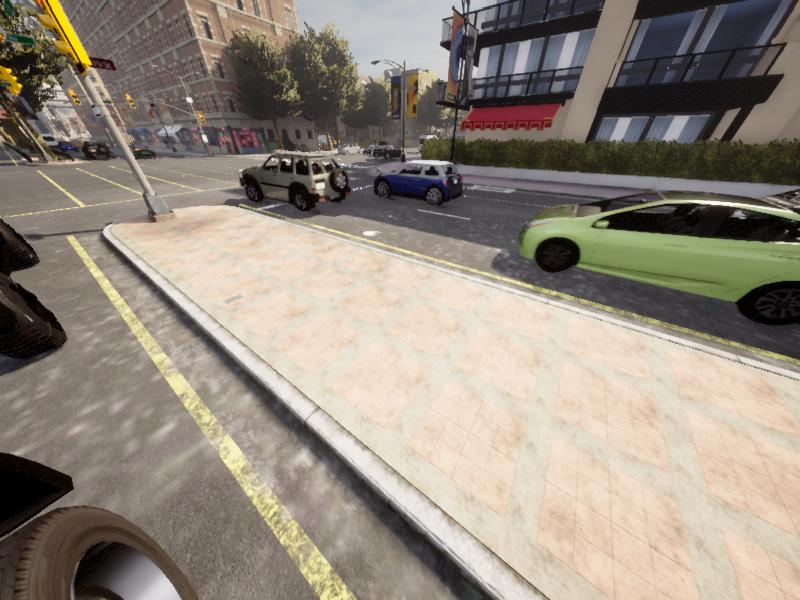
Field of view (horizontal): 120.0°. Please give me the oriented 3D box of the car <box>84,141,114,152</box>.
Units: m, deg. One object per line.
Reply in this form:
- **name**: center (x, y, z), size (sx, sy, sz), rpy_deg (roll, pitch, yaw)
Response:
- **car**: center (-52.979, -27.030, 40.628), size (4.902, 1.511, 2.128), rpy_deg (22, 41, 28)

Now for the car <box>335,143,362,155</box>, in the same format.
- **car**: center (-7.922, -23.410, 35.778), size (1.845, 1.501, 3.633), rpy_deg (22, 41, 28)

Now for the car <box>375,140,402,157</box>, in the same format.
- **car**: center (-1.581, -21.727, 33.121), size (1.905, 1.878, 3.866), rpy_deg (22, 41, 28)

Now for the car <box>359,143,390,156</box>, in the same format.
- **car**: center (-3.789, -23.274, 35.655), size (2.163, 1.488, 4.792), rpy_deg (22, 41, 28)

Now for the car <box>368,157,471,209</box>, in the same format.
- **car**: center (0.742, -5.199, 10.024), size (3.806, 1.475, 1.970), rpy_deg (22, 41, 28)

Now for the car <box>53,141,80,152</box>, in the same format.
- **car**: center (-56.799, -26.134, 39.353), size (4.193, 1.474, 1.816), rpy_deg (22, 41, 28)

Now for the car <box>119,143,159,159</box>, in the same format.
- **car**: center (-33.339, -19.096, 29.475), size (4.974, 1.542, 2.038), rpy_deg (22, 41, 28)

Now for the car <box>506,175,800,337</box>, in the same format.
- **car**: center (4.755, -1.149, 4.258), size (4.514, 1.525, 2.007), rpy_deg (22, 41, 28)

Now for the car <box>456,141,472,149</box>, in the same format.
- **car**: center (16.700, -40.264, 59.900), size (2.163, 1.488, 4.792), rpy_deg (22, 41, 28)

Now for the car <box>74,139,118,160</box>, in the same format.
- **car**: center (-36.189, -17.929, 27.509), size (4.605, 1.855, 1.932), rpy_deg (23, 41, 27)

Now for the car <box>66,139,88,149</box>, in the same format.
- **car**: center (-71.958, -34.797, 51.484), size (5.366, 1.575, 1.801), rpy_deg (22, 41, 28)

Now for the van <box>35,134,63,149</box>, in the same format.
- **van**: center (-76.331, -34.540, 50.193), size (5.915, 2.561, 1.988), rpy_deg (22, 41, 28)

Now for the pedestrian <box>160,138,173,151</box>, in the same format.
- **pedestrian**: center (-41.231, -27.545, 40.828), size (0.751, 1.860, 0.751), rpy_deg (21, 40, 26)

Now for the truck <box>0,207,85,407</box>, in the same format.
- **truck**: center (-6.966, -0.509, 2.804), size (6.274, 2.098, 2.390), rpy_deg (22, 40, 28)

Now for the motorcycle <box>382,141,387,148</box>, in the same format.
- **motorcycle**: center (-3.950, -40.809, 60.500), size (0.764, 1.277, 2.356), rpy_deg (-5, 34, 10)

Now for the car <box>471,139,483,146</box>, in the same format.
- **car**: center (24.967, -50.816, 74.614), size (1.932, 1.855, 4.605), rpy_deg (22, 41, 28)

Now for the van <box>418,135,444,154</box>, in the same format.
- **van**: center (5.607, -27.982, 41.498), size (1.988, 2.561, 5.915), rpy_deg (22, 41, 28)

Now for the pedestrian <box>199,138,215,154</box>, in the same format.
- **pedestrian**: center (-27.064, -21.554, 32.417), size (0.751, 1.860, 0.751), rpy_deg (15, 38, 20)

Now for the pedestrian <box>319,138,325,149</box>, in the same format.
- **pedestrian**: center (-16.576, -33.257, 49.108), size (0.751, 1.860, 0.751), rpy_deg (5, 35, 6)

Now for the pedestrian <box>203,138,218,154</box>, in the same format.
- **pedestrian**: center (-27.385, -22.215, 33.355), size (0.751, 1.860, 0.751), rpy_deg (4, 35, 6)

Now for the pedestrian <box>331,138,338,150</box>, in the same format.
- **pedestrian**: center (-13.272, -31.660, 46.863), size (0.751, 1.860, 0.751), rpy_deg (25, 42, 31)

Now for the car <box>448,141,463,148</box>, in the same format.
- **car**: center (15.231, -42.619, 63.115), size (2.128, 1.511, 4.902), rpy_deg (22, 41, 28)

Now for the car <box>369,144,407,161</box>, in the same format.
- **car**: center (-1.347, -18.226, 28.479), size (2.128, 1.511, 4.902), rpy_deg (22, 41, 28)

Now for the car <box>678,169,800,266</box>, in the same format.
- **car**: center (9.542, -1.700, 5.002), size (3.988, 1.617, 1.851), rpy_deg (22, 41, 28)

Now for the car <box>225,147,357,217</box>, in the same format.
- **car**: center (-4.200, -4.801, 9.085), size (4.605, 1.855, 1.932), rpy_deg (20, 39, 24)

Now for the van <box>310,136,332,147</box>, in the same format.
- **van**: center (-21.876, -44.101, 64.135), size (5.915, 2.561, 1.988), rpy_deg (22, 41, 28)
